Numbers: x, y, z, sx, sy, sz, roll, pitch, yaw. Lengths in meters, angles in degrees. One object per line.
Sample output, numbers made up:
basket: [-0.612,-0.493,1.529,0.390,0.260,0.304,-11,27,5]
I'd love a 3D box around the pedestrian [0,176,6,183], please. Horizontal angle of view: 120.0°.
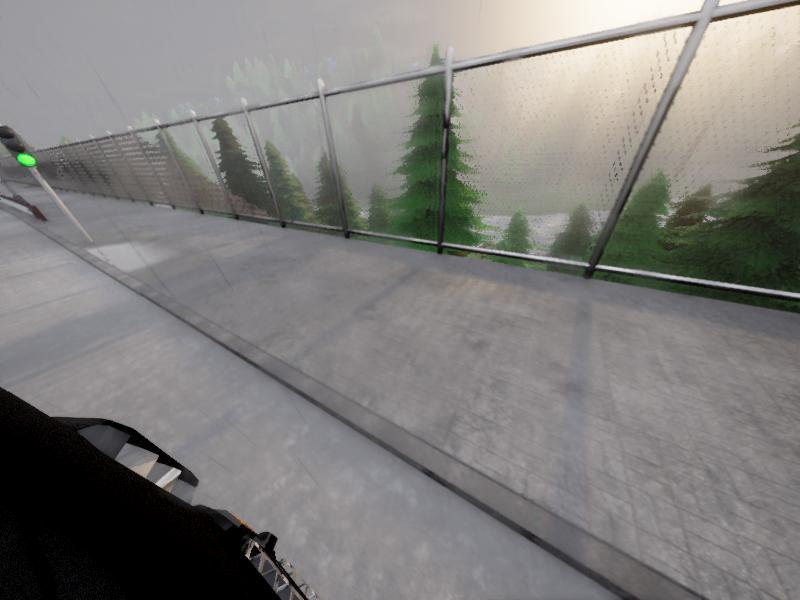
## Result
pedestrian: [-64.018,-19.532,36.546,0.751,1.860,0.751,15,37,25]
